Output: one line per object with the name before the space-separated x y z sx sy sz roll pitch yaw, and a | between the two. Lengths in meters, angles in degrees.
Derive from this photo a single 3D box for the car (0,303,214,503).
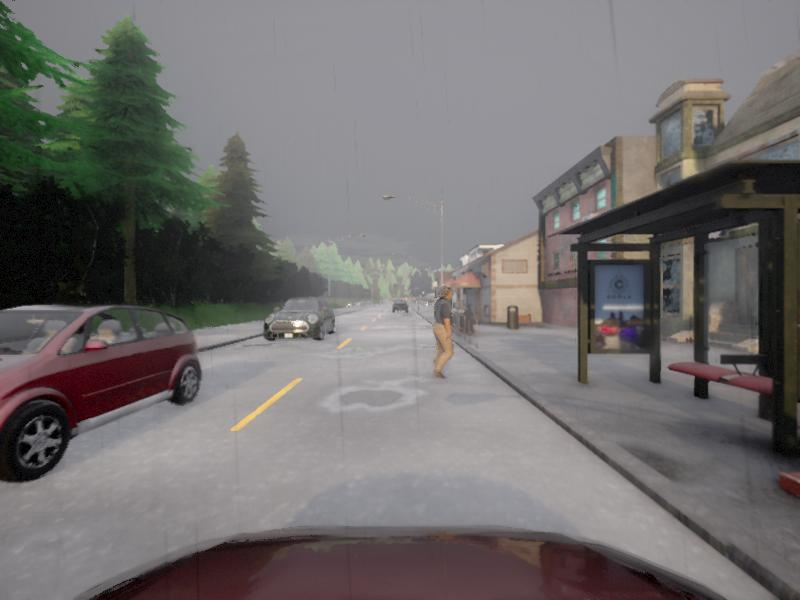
car | -3.999 0.816 4.801 1.789 1.549 3.705 0 -1 0

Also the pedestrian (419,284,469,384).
pedestrian | 0.856 0.633 7.954 0.751 1.860 0.751 0 0 -17

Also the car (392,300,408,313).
car | 0.009 0.817 50.484 1.837 1.490 4.892 0 0 0

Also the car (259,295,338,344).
car | -3.996 0.684 16.584 2.097 1.767 4.553 0 0 0
